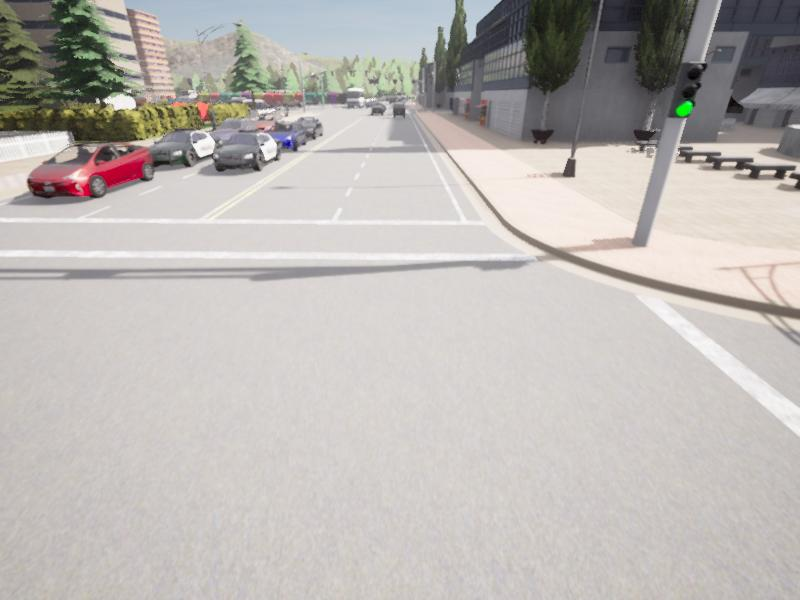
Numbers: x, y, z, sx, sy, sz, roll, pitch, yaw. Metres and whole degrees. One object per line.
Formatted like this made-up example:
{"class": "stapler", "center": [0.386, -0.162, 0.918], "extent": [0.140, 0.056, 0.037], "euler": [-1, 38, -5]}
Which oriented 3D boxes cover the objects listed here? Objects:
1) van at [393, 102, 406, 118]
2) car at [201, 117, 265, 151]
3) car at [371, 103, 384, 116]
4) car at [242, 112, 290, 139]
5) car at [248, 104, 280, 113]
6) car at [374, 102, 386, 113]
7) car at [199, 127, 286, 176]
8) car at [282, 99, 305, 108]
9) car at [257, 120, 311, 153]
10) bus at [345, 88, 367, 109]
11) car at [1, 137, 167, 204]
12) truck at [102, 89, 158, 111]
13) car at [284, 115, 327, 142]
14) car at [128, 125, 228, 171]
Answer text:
{"class": "van", "center": [-0.093, -27.381, 57.643], "extent": [1.775, 1.987, 4.442], "euler": [0, 27, 0]}
{"class": "car", "center": [-10.544, -10.749, 25.713], "extent": [2.033, 1.649, 4.856], "euler": [0, 27, 0]}
{"class": "car", "center": [-3.616, -30.826, 64.708], "extent": [1.930, 1.638, 5.238], "euler": [0, 27, -1]}
{"class": "car", "center": [-10.556, -13.988, 31.958], "extent": [2.242, 1.667, 4.611], "euler": [0, 27, 0]}
{"class": "car", "center": [-24.643, -34.899, 72.820], "extent": [4.902, 1.511, 2.128], "euler": [0, 27, 0]}
{"class": "car", "center": [-3.715, -35.584, 73.946], "extent": [2.033, 1.649, 4.856], "euler": [0, 27, -1]}
{"class": "car", "center": [-7.034, -7.036, 18.608], "extent": [2.038, 1.542, 4.974], "euler": [0, 27, 0]}
{"class": "car", "center": [-25.116, -46.465, 94.474], "extent": [4.605, 1.855, 1.932], "euler": [0, 27, 0]}
{"class": "car", "center": [-7.043, -10.230, 24.818], "extent": [2.007, 1.525, 4.514], "euler": [0, 27, 0]}
{"class": "bus", "center": [-10.622, -49.061, 97.265], "extent": [3.944, 4.253, 10.273], "euler": [0, 27, 1]}
{"class": "car", "center": [-10.590, -4.667, 14.007], "extent": [2.007, 1.525, 4.514], "euler": [1, 27, 1]}
{"class": "truck", "center": [-54.807, -40.722, 81.496], "extent": [8.468, 3.827, 2.891], "euler": [0, 27, 0]}
{"class": "car", "center": [-7.052, -13.139, 30.486], "extent": [2.128, 1.511, 4.902], "euler": [0, 27, 0]}
{"class": "car", "center": [-10.535, -7.522, 19.550], "extent": [2.038, 1.542, 4.974], "euler": [0, 27, 0]}
